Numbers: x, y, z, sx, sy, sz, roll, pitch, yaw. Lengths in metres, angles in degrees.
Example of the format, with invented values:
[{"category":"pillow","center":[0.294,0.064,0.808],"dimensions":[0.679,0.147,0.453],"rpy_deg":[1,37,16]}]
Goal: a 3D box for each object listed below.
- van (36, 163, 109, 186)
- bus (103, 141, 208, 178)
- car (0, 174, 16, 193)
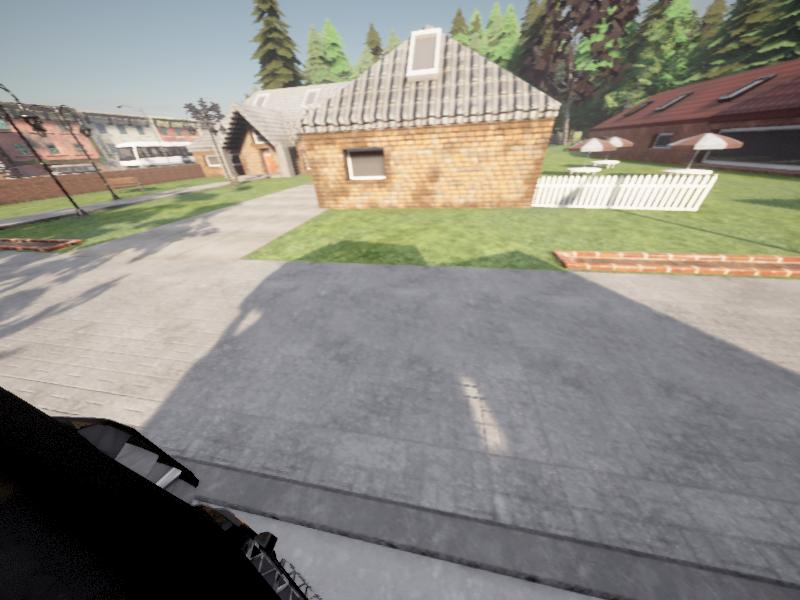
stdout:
[{"category":"van","center":[-39.134,-15.152,27.847],"dimensions":[1.775,1.987,4.442],"rpy_deg":[4,34,10]},{"category":"bus","center":[-37.172,-22.160,36.168],"dimensions":[3.944,4.253,10.273],"rpy_deg":[4,34,10]},{"category":"car","center":[-40.399,-10.798,21.824],"dimensions":[1.845,1.501,3.633],"rpy_deg":[3,34,9]}]
